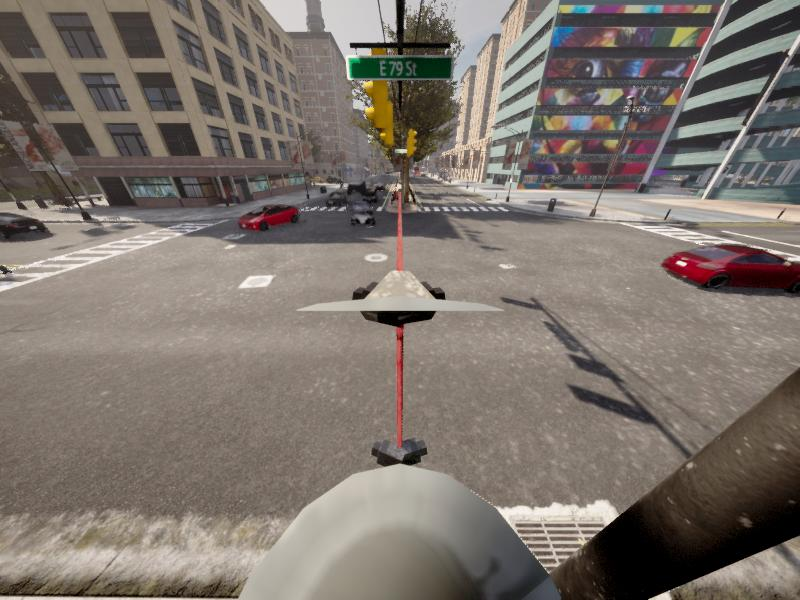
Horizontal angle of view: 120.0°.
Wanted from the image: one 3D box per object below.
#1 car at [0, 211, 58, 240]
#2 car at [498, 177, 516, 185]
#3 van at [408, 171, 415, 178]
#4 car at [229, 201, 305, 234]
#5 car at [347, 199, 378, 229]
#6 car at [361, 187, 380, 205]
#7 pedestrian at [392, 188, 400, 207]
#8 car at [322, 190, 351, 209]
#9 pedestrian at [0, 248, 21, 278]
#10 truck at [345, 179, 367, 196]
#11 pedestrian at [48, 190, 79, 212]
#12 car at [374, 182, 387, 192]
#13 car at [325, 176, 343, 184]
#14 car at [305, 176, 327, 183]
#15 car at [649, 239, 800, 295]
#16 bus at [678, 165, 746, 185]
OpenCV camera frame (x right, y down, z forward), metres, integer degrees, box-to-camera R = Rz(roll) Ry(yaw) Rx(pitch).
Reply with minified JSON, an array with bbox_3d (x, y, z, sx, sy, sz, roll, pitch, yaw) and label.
[{"bbox_3d":[-26.173,-4.860,14.980,4.674,1.442,1.812,0,30,0],"label":"car"},{"bbox_3d":[27.196,-30.383,58.961,2.161,1.482,4.786,0,30,0],"label":"car"},{"bbox_3d":[4.490,-50.504,93.045,2.351,2.431,6.366,0,30,0],"label":"van"},{"bbox_3d":[-9.792,-6.369,17.511,2.007,1.525,4.514,13,32,21],"label":"car"},{"bbox_3d":[-3.141,-7.180,18.933,2.128,1.511,4.902,-5,30,-8],"label":"car"},{"bbox_3d":[-3.718,-13.286,29.410,1.851,1.617,3.988,0,30,0],"label":"car"},{"bbox_3d":[-0.445,-11.288,25.358,0.751,1.860,0.751,-3,30,-5],"label":"pedestrian"},{"bbox_3d":[-7.333,-11.892,27.113,1.837,1.490,4.892,1,29,2],"label":"car"},{"bbox_3d":[-16.817,-1.817,9.243,0.751,1.860,0.751,1,30,1],"label":"pedestrian"},{"bbox_3d":[-7.161,-18.906,38.653,2.390,2.098,6.274,0,30,0],"label":"truck"},{"bbox_3d":[-32.732,-9.639,22.487,0.751,1.860,0.751,-2,30,-3],"label":"pedestrian"},{"bbox_3d":[-3.669,-21.836,44.433,2.033,1.411,5.357,0,30,0],"label":"car"},{"bbox_3d":[-17.846,-32.584,62.551,3.866,1.878,1.905,1,30,2],"label":"car"},{"bbox_3d":[-23.827,-34.247,65.742,5.366,1.575,1.801,-1,30,-2],"label":"car"},{"bbox_3d":[13.217,-1.373,9.014,4.181,1.385,1.994,3,30,6],"label":"car"},{"bbox_3d":[85.498,-34.749,63.954,3.944,4.253,10.273,0,31,0],"label":"bus"}]
